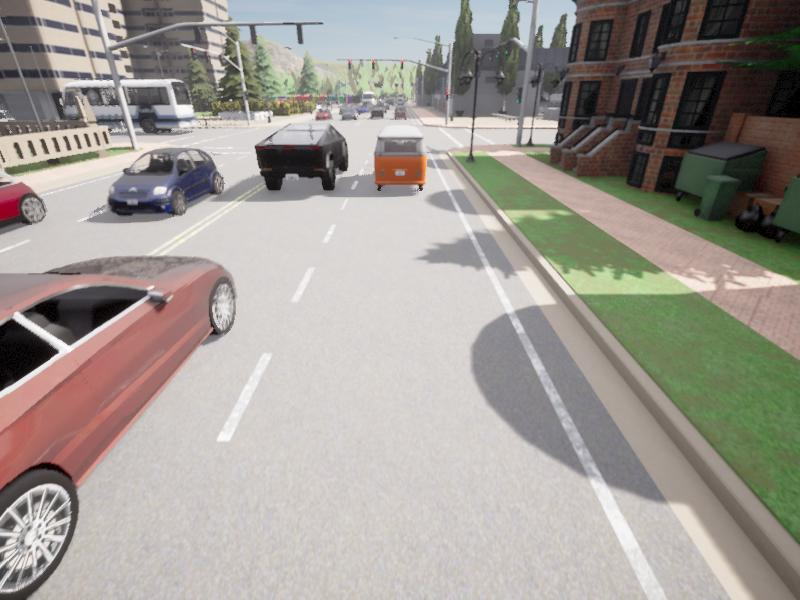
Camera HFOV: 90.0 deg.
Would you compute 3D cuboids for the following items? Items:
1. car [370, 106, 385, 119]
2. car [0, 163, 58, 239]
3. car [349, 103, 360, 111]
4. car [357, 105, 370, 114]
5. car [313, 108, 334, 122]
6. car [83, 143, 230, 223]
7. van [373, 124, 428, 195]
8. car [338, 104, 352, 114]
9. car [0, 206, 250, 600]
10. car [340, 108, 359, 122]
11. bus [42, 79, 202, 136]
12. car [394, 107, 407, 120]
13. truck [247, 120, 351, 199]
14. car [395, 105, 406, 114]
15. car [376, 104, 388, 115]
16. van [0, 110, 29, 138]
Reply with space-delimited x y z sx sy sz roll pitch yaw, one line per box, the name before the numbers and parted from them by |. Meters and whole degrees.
car | -3.436 -28.936 61.622 1.930 1.638 5.238 0 27 0
car | -10.493 -2.060 9.093 1.970 1.475 3.806 0 27 0
car | -10.400 -44.280 91.693 2.033 1.649 4.856 0 27 0
car | -6.917 -36.593 76.837 2.007 1.525 4.514 0 27 0
car | -10.442 -25.456 54.916 2.007 1.525 4.514 0 27 0
car | -6.993 -3.679 12.128 1.851 1.617 3.988 0 27 0
van | 0.013 -5.490 15.271 1.775 1.987 4.442 0 27 0
car | -10.418 -36.314 76.135 2.038 1.542 4.974 0 27 0
car | -3.500 0.531 3.862 2.152 1.651 5.027 0 27 0
car | -6.942 -25.666 55.321 2.038 1.542 4.974 0 27 0
bus | -23.955 -16.958 35.226 10.273 4.253 3.944 0 27 0
car | 0.063 -27.562 59.031 1.789 1.549 3.705 0 27 0
truck | -3.487 -5.696 15.549 2.390 2.098 6.274 0 27 0
car | 0.083 -36.181 75.888 2.038 1.542 4.974 0 27 0
car | -3.419 -35.859 75.192 2.033 1.649 4.856 0 27 0
van | -33.672 -14.372 32.642 4.442 1.987 1.775 -1 27 -1
